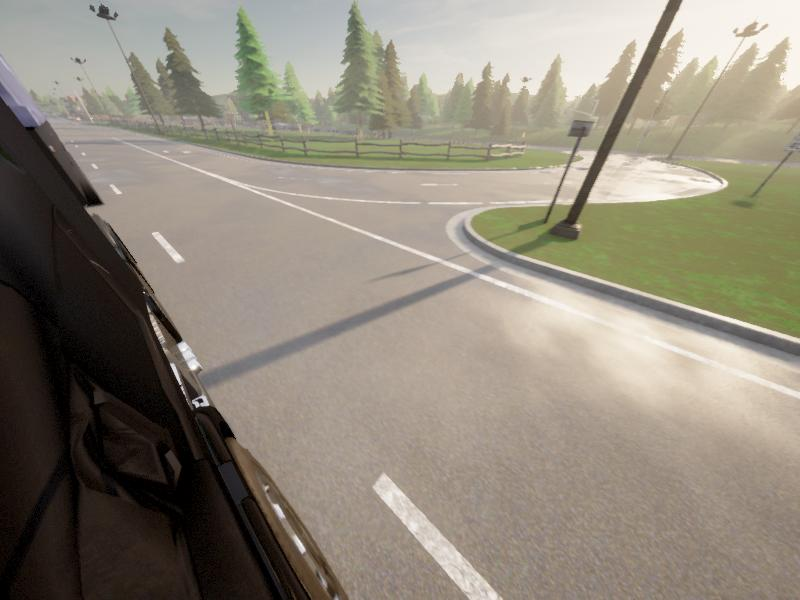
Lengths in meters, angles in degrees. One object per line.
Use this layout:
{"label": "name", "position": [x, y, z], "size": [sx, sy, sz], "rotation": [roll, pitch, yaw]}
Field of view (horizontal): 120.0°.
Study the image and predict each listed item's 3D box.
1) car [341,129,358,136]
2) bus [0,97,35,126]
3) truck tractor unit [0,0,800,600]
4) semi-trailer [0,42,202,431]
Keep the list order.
{"label": "car", "position": [-15.132, -50.534, 69.656], "size": [5.027, 1.651, 2.152], "rotation": [28, 44, 30]}
{"label": "bus", "position": [-78.856, -37.970, 46.601], "size": [10.273, 4.253, 3.944], "rotation": [28, 44, 30]}
{"label": "truck tractor unit", "position": [-2.645, -0.295, 0.352], "size": [6.516, 4.208, 3.053], "rotation": [28, 44, 30]}
{"label": "semi-trailer", "position": [-8.705, -3.577, 4.253], "size": [14.254, 4.402, 2.717], "rotation": [28, 44, 30]}
